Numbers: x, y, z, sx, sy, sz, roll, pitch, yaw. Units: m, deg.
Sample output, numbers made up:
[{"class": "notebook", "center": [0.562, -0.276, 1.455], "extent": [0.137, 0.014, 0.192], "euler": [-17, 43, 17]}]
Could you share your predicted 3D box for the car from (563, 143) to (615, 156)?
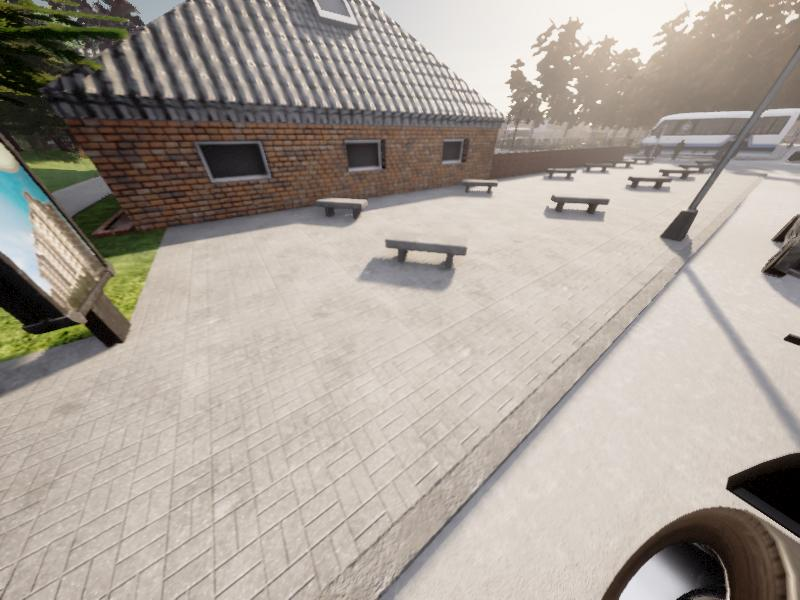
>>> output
[{"class": "car", "center": [27.336, -21.923, 33.582], "extent": [2.033, 1.411, 5.357], "euler": [-22, 40, -27]}]

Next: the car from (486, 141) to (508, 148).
[{"class": "car", "center": [24.452, -39.414, 58.404], "extent": [5.357, 1.411, 2.033], "euler": [-21, 40, -27]}]

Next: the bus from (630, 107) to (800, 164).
[{"class": "bus", "center": [33.024, -17.697, 25.068], "extent": [10.273, 4.253, 3.944], "euler": [29, 45, 35]}]

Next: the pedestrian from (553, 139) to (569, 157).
[{"class": "pedestrian", "center": [20.135, -19.049, 28.918], "extent": [0.751, 1.860, 0.751], "euler": [-20, 40, -25]}]

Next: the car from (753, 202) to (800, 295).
[{"class": "car", "center": [9.115, -1.243, 4.158], "extent": [4.611, 1.667, 2.242], "euler": [-22, 41, -28]}]

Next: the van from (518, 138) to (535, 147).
[{"class": "van", "center": [35.192, -43.815, 64.052], "extent": [4.442, 1.987, 1.775], "euler": [-24, 41, -29]}]

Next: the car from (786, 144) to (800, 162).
[{"class": "car", "center": [42.360, -15.201, 23.509], "extent": [3.866, 1.878, 1.905], "euler": [-16, 38, -20]}]

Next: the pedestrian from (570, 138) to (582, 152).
[{"class": "pedestrian", "center": [29.392, -25.896, 38.573], "extent": [0.751, 1.860, 0.751], "euler": [-22, 41, -28]}]

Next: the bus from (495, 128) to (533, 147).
[{"class": "bus", "center": [32.532, -46.494, 65.893], "extent": [10.273, 4.253, 3.944], "euler": [-22, 41, -27]}]

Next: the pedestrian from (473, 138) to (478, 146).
[{"class": "pedestrian", "center": [21.111, -44.183, 64.548], "extent": [0.751, 1.860, 0.751], "euler": [-22, 41, -28]}]

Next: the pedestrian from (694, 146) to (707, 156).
[{"class": "pedestrian", "center": [37.772, -18.751, 29.042], "extent": [0.500, 1.100, 0.500], "euler": [-25, 42, -31]}]

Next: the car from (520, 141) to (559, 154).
[{"class": "car", "center": [23.121, -25.490, 38.547], "extent": [1.882, 1.535, 5.008], "euler": [-22, 41, -28]}]

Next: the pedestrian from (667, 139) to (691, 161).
[{"class": "pedestrian", "center": [28.126, -15.144, 23.323], "extent": [0.751, 1.860, 0.751], "euler": [-27, 43, -33]}]
